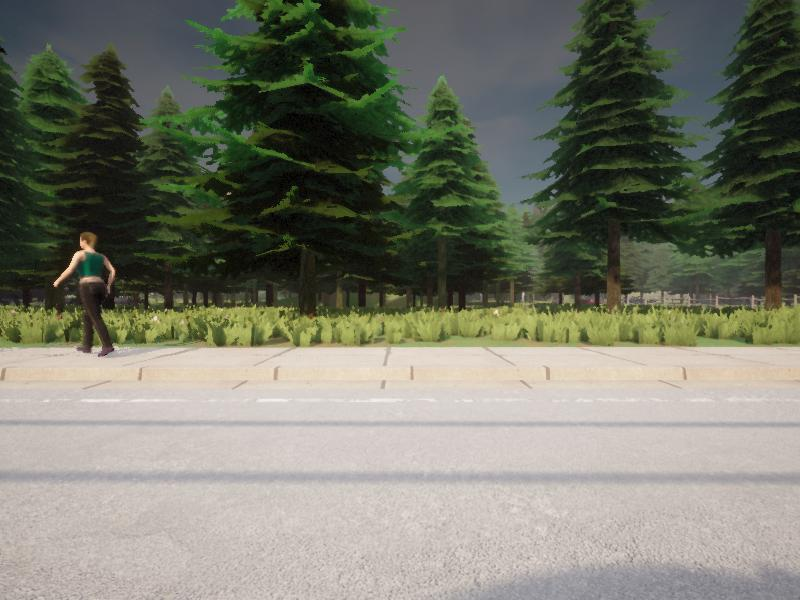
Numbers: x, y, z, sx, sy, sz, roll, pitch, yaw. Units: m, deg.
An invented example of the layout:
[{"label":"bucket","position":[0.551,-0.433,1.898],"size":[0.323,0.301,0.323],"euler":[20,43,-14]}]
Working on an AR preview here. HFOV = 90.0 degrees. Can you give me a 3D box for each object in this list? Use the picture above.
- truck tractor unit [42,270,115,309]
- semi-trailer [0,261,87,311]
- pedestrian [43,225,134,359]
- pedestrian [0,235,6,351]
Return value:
[{"label":"truck tractor unit","position":[-36.816,-1.114,46.163],"size":[3.053,4.208,6.516],"euler":[0,0,1]},{"label":"semi-trailer","position":[-36.831,-1.217,38.250],"size":[2.717,4.402,14.254],"euler":[0,0,0]},{"label":"pedestrian","position":[-4.597,-0.111,5.953],"size":[0.751,1.860,0.751],"euler":[0,0,8]},{"label":"pedestrian","position":[-6.842,-0.109,6.189],"size":[0.751,1.860,0.751],"euler":[0,0,8]}]
